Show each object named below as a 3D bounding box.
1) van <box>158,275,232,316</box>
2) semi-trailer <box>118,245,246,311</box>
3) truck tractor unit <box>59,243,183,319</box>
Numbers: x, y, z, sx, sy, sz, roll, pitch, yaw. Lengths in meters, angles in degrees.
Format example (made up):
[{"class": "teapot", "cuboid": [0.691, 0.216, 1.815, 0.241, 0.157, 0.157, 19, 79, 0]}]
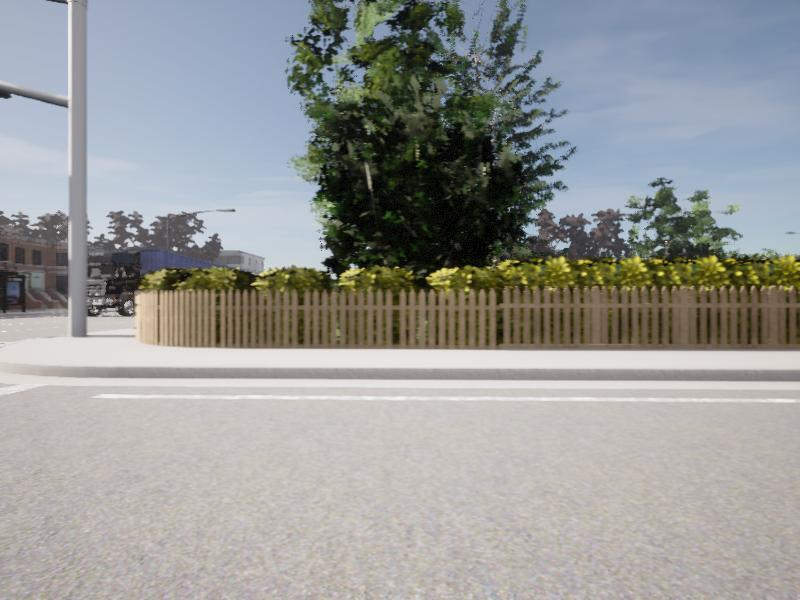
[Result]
[{"class": "van", "cuboid": [-13.868, -0.276, 27.600, 1.988, 2.561, 5.915, 0, 0, 2]}, {"class": "semi-trailer", "cuboid": [-17.274, -1.281, 33.795, 2.717, 4.402, 14.254, 0, -2, 1]}, {"class": "truck tractor unit", "cuboid": [-17.466, -1.230, 25.793, 3.053, 4.208, 6.516, -1, 3, 1]}]
